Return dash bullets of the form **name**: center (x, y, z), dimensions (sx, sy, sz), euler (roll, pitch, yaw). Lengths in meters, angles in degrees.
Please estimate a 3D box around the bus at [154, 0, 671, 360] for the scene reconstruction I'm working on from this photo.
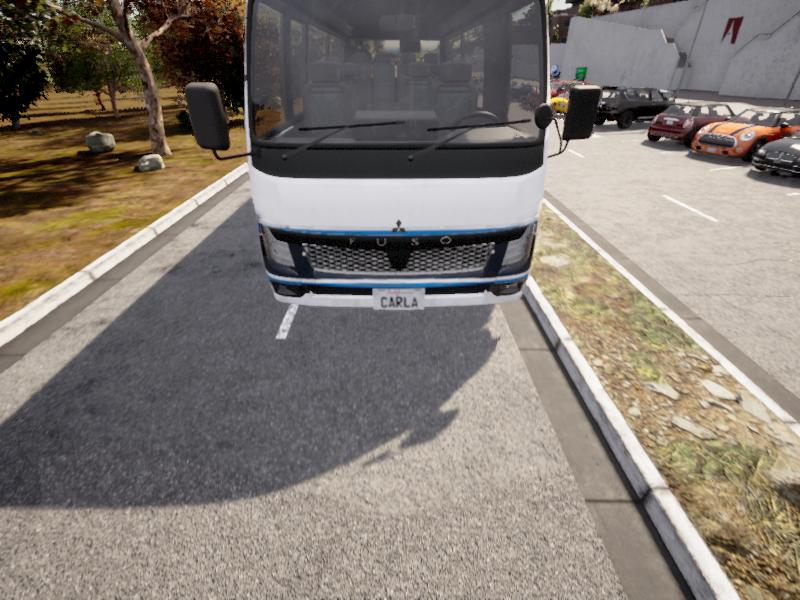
- **bus**: center (0.041, -3.736, 8.155), dimensions (3.944, 4.253, 10.273), euler (0, 30, -1)

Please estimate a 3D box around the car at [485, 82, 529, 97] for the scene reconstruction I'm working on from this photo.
- **car**: center (13.104, -25.819, 49.057), dimensions (4.674, 1.452, 2.002), euler (-10, 32, -18)

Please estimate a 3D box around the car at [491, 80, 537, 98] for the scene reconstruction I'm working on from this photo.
- **car**: center (13.173, -24.467, 46.387), dimensions (4.553, 1.767, 2.185), euler (-10, 32, -18)

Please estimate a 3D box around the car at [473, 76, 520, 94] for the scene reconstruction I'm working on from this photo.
- **car**: center (13.053, -29.105, 54.114), dimensions (5.566, 2.045, 2.435), euler (-10, 32, -18)

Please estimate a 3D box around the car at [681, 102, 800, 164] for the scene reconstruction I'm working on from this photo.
- **car**: center (13.639, -6.435, 15.217), dimensions (4.553, 1.767, 2.185), euler (-10, 32, -18)

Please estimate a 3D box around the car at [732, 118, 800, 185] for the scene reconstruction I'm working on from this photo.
- **car**: center (13.652, -4.807, 12.681), dimensions (4.892, 1.521, 2.231), euler (-10, 32, -18)

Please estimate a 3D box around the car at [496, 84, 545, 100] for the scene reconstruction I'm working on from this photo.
- **car**: center (13.182, -22.817, 43.862), dimensions (4.674, 1.452, 2.002), euler (-10, 32, -18)

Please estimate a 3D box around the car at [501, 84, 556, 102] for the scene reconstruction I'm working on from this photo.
- **car**: center (13.211, -21.354, 41.243), dimensions (5.008, 1.535, 2.097), euler (-10, 31, -18)

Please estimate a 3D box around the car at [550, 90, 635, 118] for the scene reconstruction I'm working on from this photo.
- **car**: center (13.584, -13.897, 28.303), dimensions (5.366, 1.575, 1.946), euler (-10, 32, -18)

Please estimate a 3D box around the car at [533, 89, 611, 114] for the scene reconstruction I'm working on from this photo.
- **car**: center (13.200, -15.333, 30.778), dimensions (5.366, 1.575, 1.946), euler (-10, 32, -18)

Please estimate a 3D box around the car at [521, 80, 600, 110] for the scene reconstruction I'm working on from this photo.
- **car**: center (13.314, -17.072, 33.300), dimensions (5.566, 2.045, 2.435), euler (-10, 32, -18)

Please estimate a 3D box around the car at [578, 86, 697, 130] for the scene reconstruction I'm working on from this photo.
- **car**: center (13.517, -11.079, 22.940), dimensions (5.566, 2.045, 2.435), euler (-10, 32, -18)

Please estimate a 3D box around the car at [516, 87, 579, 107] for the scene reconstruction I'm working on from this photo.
- **car**: center (13.270, -18.328, 36.042), dimensions (4.792, 1.488, 2.163), euler (-10, 32, -18)

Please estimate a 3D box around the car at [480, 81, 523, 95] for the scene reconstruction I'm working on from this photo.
- **car**: center (13.089, -27.351, 51.665), dimensions (4.792, 1.488, 2.163), euler (-10, 32, -18)

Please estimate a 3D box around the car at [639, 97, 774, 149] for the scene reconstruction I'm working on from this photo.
- **car**: center (13.538, -7.940, 17.794), dimensions (4.553, 1.767, 2.185), euler (-10, 32, -18)
